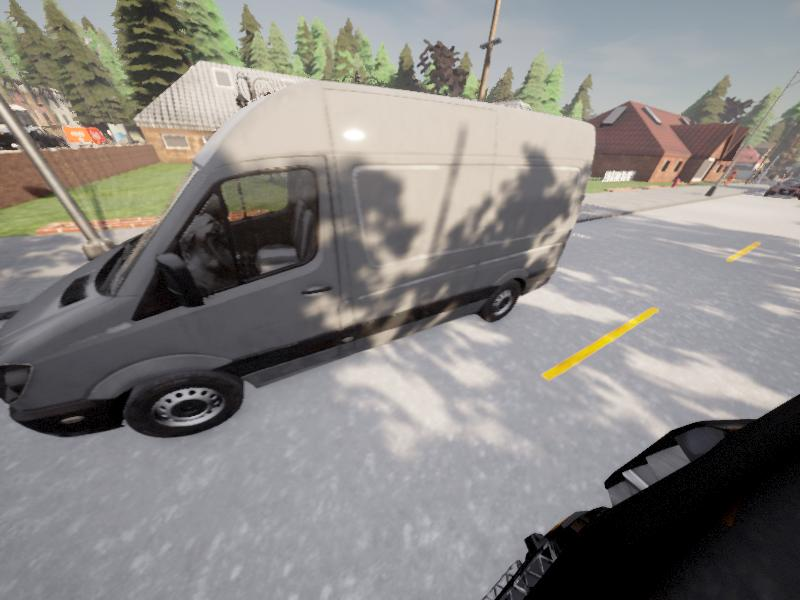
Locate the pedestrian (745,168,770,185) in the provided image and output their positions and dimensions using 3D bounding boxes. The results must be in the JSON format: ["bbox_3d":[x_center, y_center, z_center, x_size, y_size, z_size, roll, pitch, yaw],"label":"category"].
[{"bbox_3d":[45.248,-15.588,29.233,0.751,1.860,0.751,-10,36,-19],"label":"pedestrian"}]

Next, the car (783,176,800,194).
[{"bbox_3d":[43.280,-12.174,24.508,3.806,1.475,1.970,-15,38,-25],"label":"car"}]

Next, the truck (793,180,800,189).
[{"bbox_3d":[56.440,-16.676,30.238,8.468,3.827,2.891,-15,38,-25],"label":"truck"}]

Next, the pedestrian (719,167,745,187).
[{"bbox_3d":[36.602,-13.561,25.473,0.751,1.860,0.751,-19,39,-29],"label":"pedestrian"}]

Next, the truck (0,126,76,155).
[{"bbox_3d":[-37.124,-16.195,23.450,2.390,2.098,6.274,-15,38,-25],"label":"truck"}]

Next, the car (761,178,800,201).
[{"bbox_3d":[33.622,-9.524,19.825,4.181,1.385,1.994,-15,38,-25],"label":"car"}]

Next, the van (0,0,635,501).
[{"bbox_3d":[-0.403,-0.820,2.876,5.915,2.561,1.988,-15,37,-25],"label":"van"}]

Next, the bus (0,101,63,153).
[{"bbox_3d":[-42.185,-17.972,23.770,3.944,4.253,10.273,-15,37,-25],"label":"bus"}]

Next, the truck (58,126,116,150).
[{"bbox_3d":[-42.887,-22.357,31.931,2.627,2.467,5.204,-15,38,-25],"label":"truck"}]
